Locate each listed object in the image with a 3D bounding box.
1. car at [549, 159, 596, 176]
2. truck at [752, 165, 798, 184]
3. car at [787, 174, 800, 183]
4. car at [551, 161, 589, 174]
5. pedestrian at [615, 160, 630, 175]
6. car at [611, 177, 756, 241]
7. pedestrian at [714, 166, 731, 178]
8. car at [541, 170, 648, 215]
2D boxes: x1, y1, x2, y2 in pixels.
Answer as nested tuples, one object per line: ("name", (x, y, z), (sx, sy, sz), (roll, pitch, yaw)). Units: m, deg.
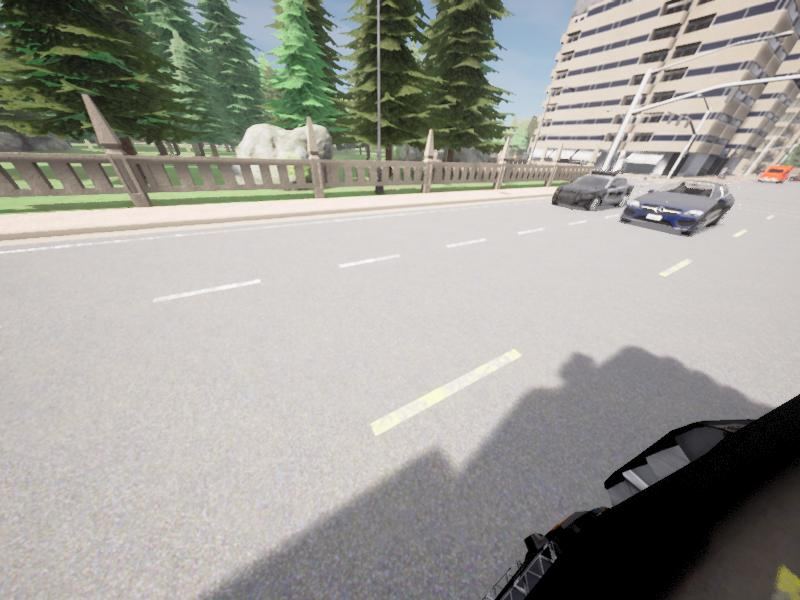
("car", (24.376, -18.869, 32.904), (2.242, 1.667, 4.611), (-15, 38, -25))
("truck", (61.159, -20.450, 37.678), (5.204, 2.467, 2.627), (-15, 38, -26))
("car", (74.819, -22.571, 42.983), (4.181, 1.385, 1.994), (-26, 43, -36))
("car", (26.414, -20.702, 36.116), (1.994, 1.385, 4.181), (-13, 37, -23))
("pedestrian", (33.862, -20.167, 35.146), (0.751, 1.860, 0.751), (-24, 42, -34))
("car", (11.294, -3.827, 9.225), (5.027, 1.651, 2.152), (-16, 38, -26))
("pedestrian", (57.648, -22.876, 41.281), (0.751, 1.860, 0.751), (18, 36, 21))
("car", (10.082, -5.723, 11.979), (5.238, 1.638, 1.930), (-16, 38, -26))
